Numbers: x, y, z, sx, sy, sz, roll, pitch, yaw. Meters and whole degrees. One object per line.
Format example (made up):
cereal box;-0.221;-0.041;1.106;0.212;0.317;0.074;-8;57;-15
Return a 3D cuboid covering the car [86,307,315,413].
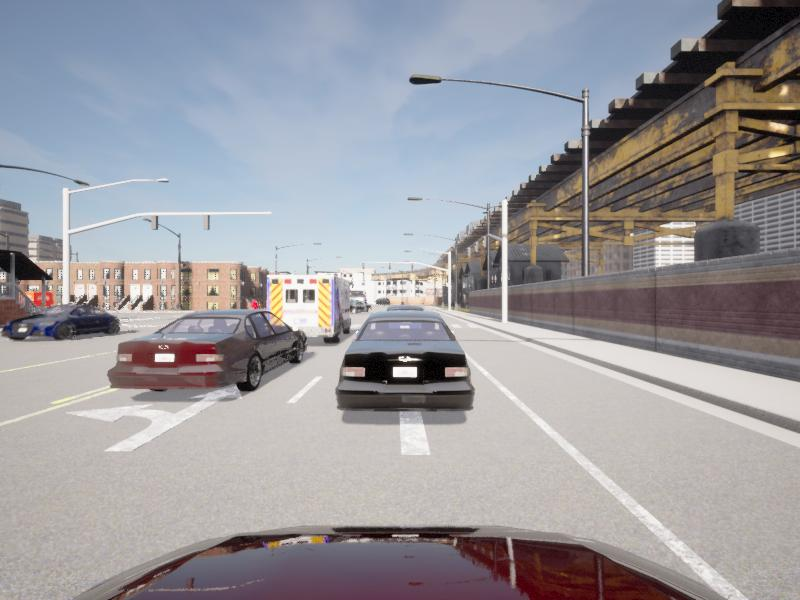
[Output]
car;-3.400;0.895;8.344;2.033;1.411;5.357;0;0;1

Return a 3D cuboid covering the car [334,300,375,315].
car;-5.165;0.771;46.486;1.930;1.638;5.238;0;0;30

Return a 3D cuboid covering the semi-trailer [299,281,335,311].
semi-trailer;-13.229;-0.620;65.105;2.717;4.402;14.254;0;0;1

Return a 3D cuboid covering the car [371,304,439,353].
car;0.178;0.895;14.747;2.033;1.411;5.357;0;0;1

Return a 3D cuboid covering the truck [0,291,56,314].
truck;-42.665;0.343;45.600;5.204;2.467;2.627;-1;0;12

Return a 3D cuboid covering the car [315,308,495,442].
car;0.088;0.895;7.195;2.033;1.411;5.357;0;0;1

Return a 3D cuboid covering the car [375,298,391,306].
car;-4.987;0.568;114.545;2.150;2.045;5.566;0;0;-33

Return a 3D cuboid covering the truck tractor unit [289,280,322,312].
truck tractor unit;-13.332;-0.513;57.191;3.053;4.208;6.516;0;0;1

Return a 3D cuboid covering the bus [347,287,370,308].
bus;-9.201;-0.534;89.630;3.944;4.253;10.273;0;0;0

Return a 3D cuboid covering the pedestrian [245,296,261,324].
pedestrian;-9.810;0.637;26.676;0.751;1.860;0.751;0;0;6

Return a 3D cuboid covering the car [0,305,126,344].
car;-13.836;0.907;16.663;1.994;1.385;4.181;0;0;0

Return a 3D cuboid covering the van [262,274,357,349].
van;-3.303;0.378;16.290;2.351;2.431;6.366;0;0;1
